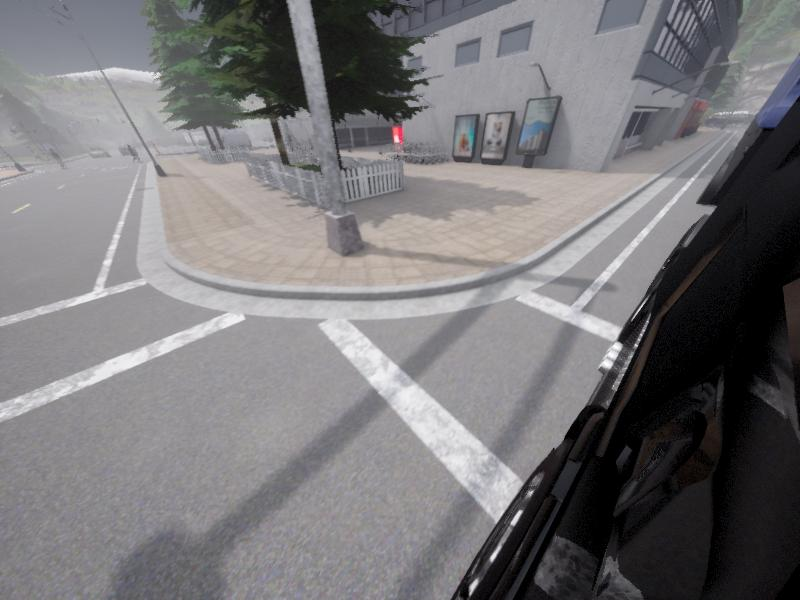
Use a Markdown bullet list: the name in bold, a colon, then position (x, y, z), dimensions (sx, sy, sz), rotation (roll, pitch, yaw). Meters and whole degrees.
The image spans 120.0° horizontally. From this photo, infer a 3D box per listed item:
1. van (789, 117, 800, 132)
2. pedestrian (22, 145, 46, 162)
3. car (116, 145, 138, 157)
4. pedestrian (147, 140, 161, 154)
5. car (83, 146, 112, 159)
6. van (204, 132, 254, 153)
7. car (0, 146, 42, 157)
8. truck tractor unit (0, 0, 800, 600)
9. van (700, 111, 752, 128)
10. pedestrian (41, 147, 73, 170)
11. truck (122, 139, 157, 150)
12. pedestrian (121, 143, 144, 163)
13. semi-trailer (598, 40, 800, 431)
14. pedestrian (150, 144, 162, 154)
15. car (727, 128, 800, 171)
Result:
- **van**: position (47.330, -20.512, 26.375), dimensions (4.480, 2.038, 2.069), rotation (-28, 44, -30)
- **pedestrian**: position (-49.979, -19.963, 31.545), dimensions (0.751, 1.860, 0.751), rotation (-27, 43, -29)
- **car**: position (-47.445, -26.076, 40.232), dimensions (1.837, 1.490, 4.892), rotation (-29, 44, -31)
- **pedestrian**: position (-40.548, -25.273, 38.126), dimensions (0.751, 1.860, 0.751), rotation (-23, 41, -25)
- **car**: position (-49.519, -24.270, 37.923), dimensions (2.007, 1.525, 4.514), rotation (-29, 44, -31)
- **van**: position (-28.245, -26.221, 38.325), dimensions (5.915, 2.561, 1.988), rotation (-29, 44, -31)
- **car**: position (-88.618, -34.715, 54.106), dimensions (4.553, 1.767, 2.097), rotation (-29, 44, -31)
- **truck tractor unit**: position (2.645, -0.295, 0.352), dimensions (6.516, 4.208, 3.053), rotation (-28, 44, -30)
- **van**: position (54.054, -29.975, 38.376), dimensions (2.069, 2.038, 4.480), rotation (-29, 44, -31)
- **pedestrian**: position (-34.657, -14.331, 23.392), dimensions (0.751, 1.860, 0.751), rotation (-15, 39, -16)
- **truck**: position (-75.129, -45.021, 66.760), dimensions (6.274, 2.098, 2.390), rotation (-29, 44, -30)
- **pedestrian**: position (-30.575, -16.793, 26.421), dimensions (0.751, 1.860, 0.751), rotation (13, 40, 20)
- **semi-trailer**: position (8.699, -3.603, 4.230), dimensions (14.254, 4.402, 2.717), rotation (-28, 44, -30)
- **pedestrian**: position (-40.010, -24.795, 37.921), dimensions (0.751, 1.300, 0.751), rotation (29, 47, 35)
- **car**: position (18.286, -7.480, 11.351), dimensions (4.181, 1.385, 1.994), rotation (-29, 44, -30)
